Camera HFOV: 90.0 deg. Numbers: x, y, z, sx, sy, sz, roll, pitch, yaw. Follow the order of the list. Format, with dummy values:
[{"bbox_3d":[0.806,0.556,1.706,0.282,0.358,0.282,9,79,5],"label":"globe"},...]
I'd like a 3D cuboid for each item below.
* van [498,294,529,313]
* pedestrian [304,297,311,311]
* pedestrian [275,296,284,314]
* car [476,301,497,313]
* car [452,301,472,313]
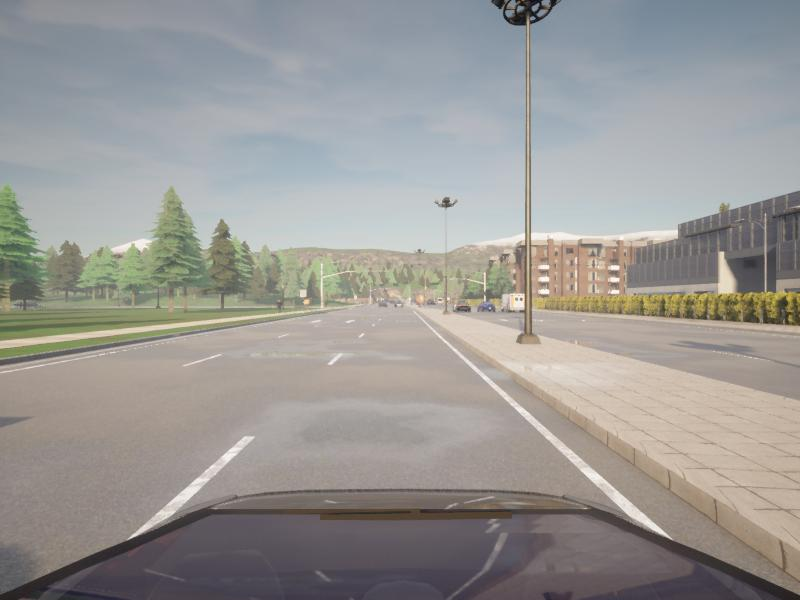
[{"bbox_3d":[15.255,0.426,54.148,2.351,2.431,6.366,0,0,0],"label":"van"},{"bbox_3d":[-12.105,0.531,52.358,0.751,1.860,0.751,0,0,2],"label":"pedestrian"},{"bbox_3d":[-12.392,0.521,41.142,0.751,1.860,0.751,0,0,2],"label":"pedestrian"},{"bbox_3d":[11.755,0.918,54.568,1.812,1.442,4.674,0,0,0],"label":"car"},{"bbox_3d":[8.250,0.874,53.841,2.038,1.542,4.974,0,0,1],"label":"car"}]
